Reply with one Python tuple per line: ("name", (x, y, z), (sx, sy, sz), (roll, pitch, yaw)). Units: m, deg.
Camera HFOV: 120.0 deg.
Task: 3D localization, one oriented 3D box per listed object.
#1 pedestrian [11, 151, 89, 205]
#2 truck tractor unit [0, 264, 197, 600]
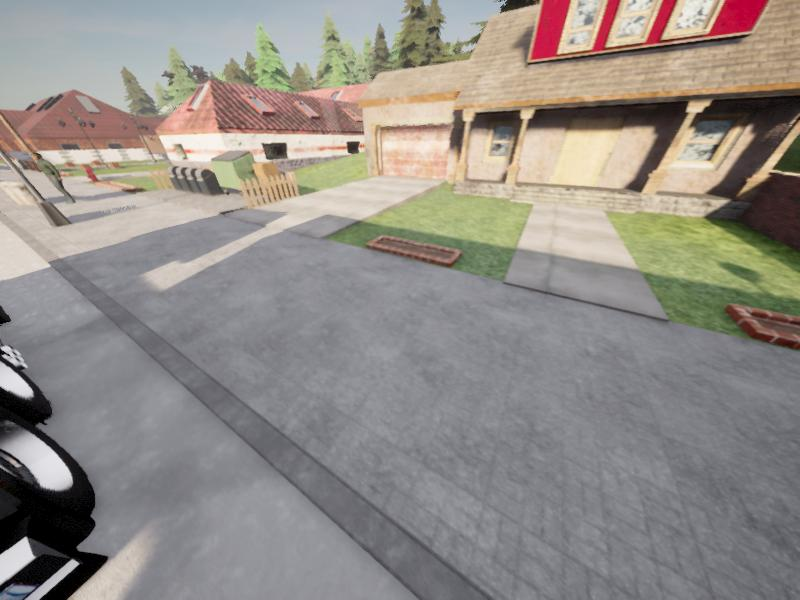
("pedestrian", (-14.081, -4.927, 9.372), (0.751, 1.860, 0.751), (9, 36, 13))
("truck tractor unit", (-5.114, -0.295, 0.784), (6.516, 4.208, 3.053), (18, 39, 24))
